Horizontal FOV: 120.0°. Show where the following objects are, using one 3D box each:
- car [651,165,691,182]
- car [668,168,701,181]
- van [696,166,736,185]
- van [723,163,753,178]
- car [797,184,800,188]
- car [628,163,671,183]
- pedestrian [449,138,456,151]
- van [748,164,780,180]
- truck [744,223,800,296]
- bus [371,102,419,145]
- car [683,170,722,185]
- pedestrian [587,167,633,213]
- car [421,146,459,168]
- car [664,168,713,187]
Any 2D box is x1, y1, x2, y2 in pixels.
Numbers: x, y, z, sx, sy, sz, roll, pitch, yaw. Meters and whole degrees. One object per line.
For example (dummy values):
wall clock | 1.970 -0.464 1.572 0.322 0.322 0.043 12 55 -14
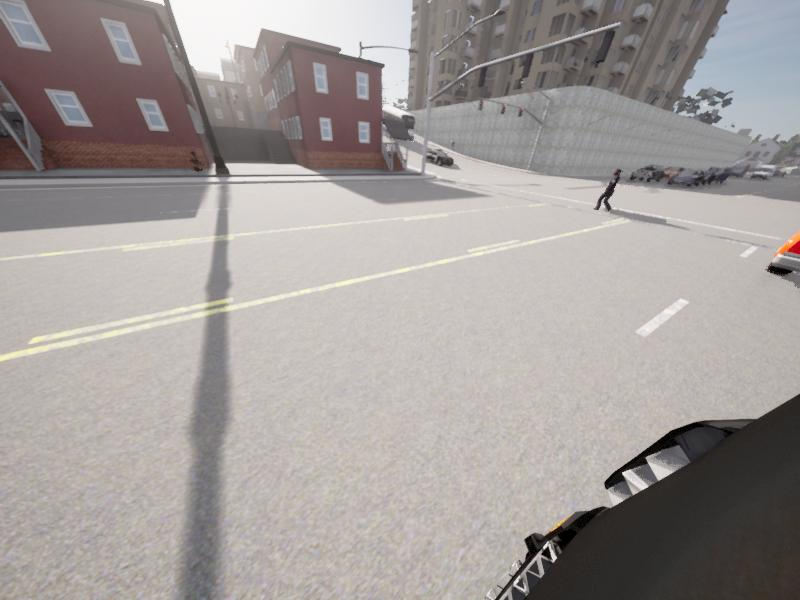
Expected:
car | 37.558 -17.593 32.036 4.553 1.767 2.097 -16 38 -26
car | 42.994 -18.994 34.891 4.193 1.474 1.816 -16 38 -26
van | 42.728 -16.898 31.234 4.442 1.987 1.775 -16 38 -26
van | 72.688 -27.827 49.679 5.915 2.561 1.988 -16 38 -26
car | 59.197 -16.749 32.987 4.718 1.301 1.895 -16 38 -26
car | 30.894 -15.748 28.623 4.605 1.855 1.932 -16 38 -26
pedestrian | 9.411 -27.821 41.413 0.751 1.860 0.751 -16 38 -27
van | 73.875 -25.929 46.909 5.915 2.561 1.988 -16 38 -26
truck | 11.052 -1.443 4.852 5.204 2.467 2.627 -15 37 -24
bus | -1.329 -32.782 42.813 3.944 4.253 10.273 -16 50 -26
car | 37.813 -15.325 28.870 3.633 1.501 1.845 -16 38 -26
pedestrian | 9.824 -5.158 10.858 0.751 1.860 0.751 -19 40 -30
car | 5.071 -18.840 30.413 1.930 1.638 5.238 -16 43 -26
car | 32.806 -13.951 26.295 4.856 1.649 2.033 -16 38 -26
